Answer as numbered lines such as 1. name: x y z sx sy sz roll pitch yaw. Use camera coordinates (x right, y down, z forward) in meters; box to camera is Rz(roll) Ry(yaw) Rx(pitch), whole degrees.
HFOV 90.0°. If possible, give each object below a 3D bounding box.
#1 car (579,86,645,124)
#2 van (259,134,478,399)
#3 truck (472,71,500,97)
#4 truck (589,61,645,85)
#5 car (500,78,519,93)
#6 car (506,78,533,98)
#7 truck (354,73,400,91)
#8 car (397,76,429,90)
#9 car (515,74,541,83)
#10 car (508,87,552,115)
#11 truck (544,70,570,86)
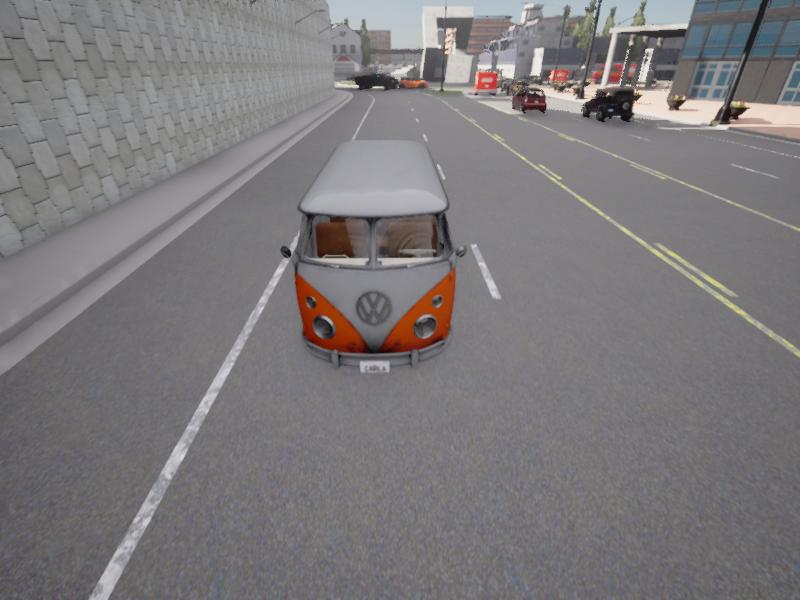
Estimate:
1. car: 13.373 -12.501 25.535 1.905 1.878 3.866 0 30 -1
2. van: -0.286 -0.947 5.652 1.775 1.987 4.442 0 31 -1
3. truck: 10.180 -25.852 47.816 2.627 2.467 5.204 3 31 5
4. truck: 41.955 -44.077 77.670 8.468 3.827 2.891 3 30 5
5. car: 14.980 -29.323 54.631 1.789 1.549 3.705 11 32 18
6. car: 13.467 -24.097 45.389 1.932 1.855 4.605 2 31 3
7. truck: -3.299 -31.416 57.652 6.274 2.098 2.390 12 32 20
8. car: 1.921 -32.314 59.509 4.553 1.767 2.097 4 30 6
9. car: 27.035 -46.836 84.673 1.837 1.490 4.892 -20 36 -30
10. car: 9.791 -15.231 30.480 1.851 1.617 3.988 0 30 -1
11. truck: 28.573 -40.494 72.866 2.627 2.467 5.204 1 30 2
